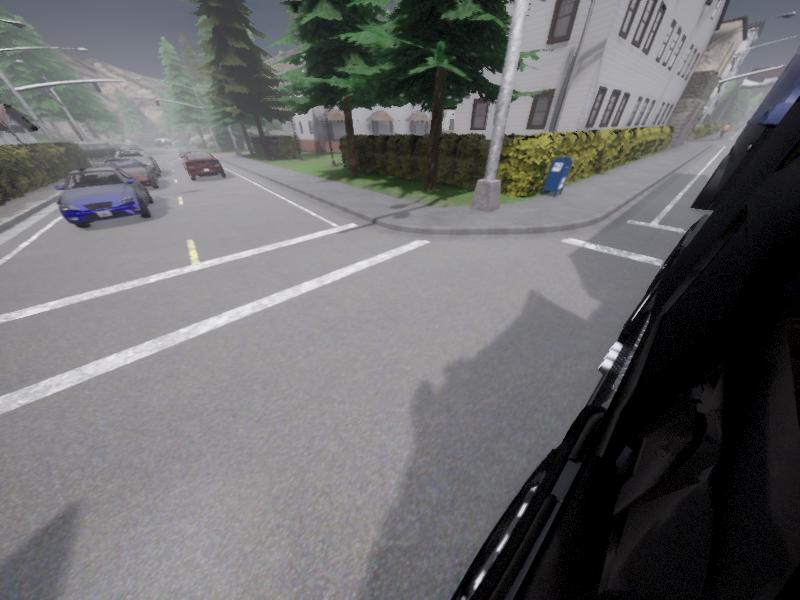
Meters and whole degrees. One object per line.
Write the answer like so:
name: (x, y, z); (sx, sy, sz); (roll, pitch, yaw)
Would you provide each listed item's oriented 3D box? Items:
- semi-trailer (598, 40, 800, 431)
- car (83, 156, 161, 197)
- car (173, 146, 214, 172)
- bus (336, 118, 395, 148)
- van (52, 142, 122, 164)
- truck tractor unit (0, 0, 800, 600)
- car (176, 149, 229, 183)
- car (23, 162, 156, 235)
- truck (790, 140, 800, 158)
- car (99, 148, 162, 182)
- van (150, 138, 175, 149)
semi-trailer: (8.695, -3.545, 4.321); (14.254, 4.402, 2.717); (-28, 44, -31)
car: (-14.976, -6.956, 12.751); (1.994, 1.385, 4.181); (-27, 43, -30)
car: (-18.127, -12.426, 20.197); (1.882, 1.535, 5.008); (-27, 43, -30)
bus: (-6.208, -32.059, 44.266); (10.273, 4.253, 3.944); (-27, 43, -30)
van: (-37.639, -17.923, 28.022); (4.442, 1.987, 1.775); (-26, 43, -30)
truck tractor unit: (2.645, -0.295, 0.351); (6.516, 4.208, 3.053); (-28, 44, -30)
car: (-13.402, -9.159, 15.560); (1.882, 1.535, 5.008); (-27, 43, -30)
car: (-10.328, -3.780, 8.151); (1.816, 1.474, 4.193); (-27, 43, -31)
truck: (30.585, -11.794, 15.293); (8.468, 3.827, 2.891); (-27, 43, -31)
car: (-19.054, -9.844, 16.631); (2.152, 1.651, 5.027); (-27, 43, -31)
van: (-59.588, -39.332, 58.056); (4.480, 2.038, 2.069); (13, 39, 19)
